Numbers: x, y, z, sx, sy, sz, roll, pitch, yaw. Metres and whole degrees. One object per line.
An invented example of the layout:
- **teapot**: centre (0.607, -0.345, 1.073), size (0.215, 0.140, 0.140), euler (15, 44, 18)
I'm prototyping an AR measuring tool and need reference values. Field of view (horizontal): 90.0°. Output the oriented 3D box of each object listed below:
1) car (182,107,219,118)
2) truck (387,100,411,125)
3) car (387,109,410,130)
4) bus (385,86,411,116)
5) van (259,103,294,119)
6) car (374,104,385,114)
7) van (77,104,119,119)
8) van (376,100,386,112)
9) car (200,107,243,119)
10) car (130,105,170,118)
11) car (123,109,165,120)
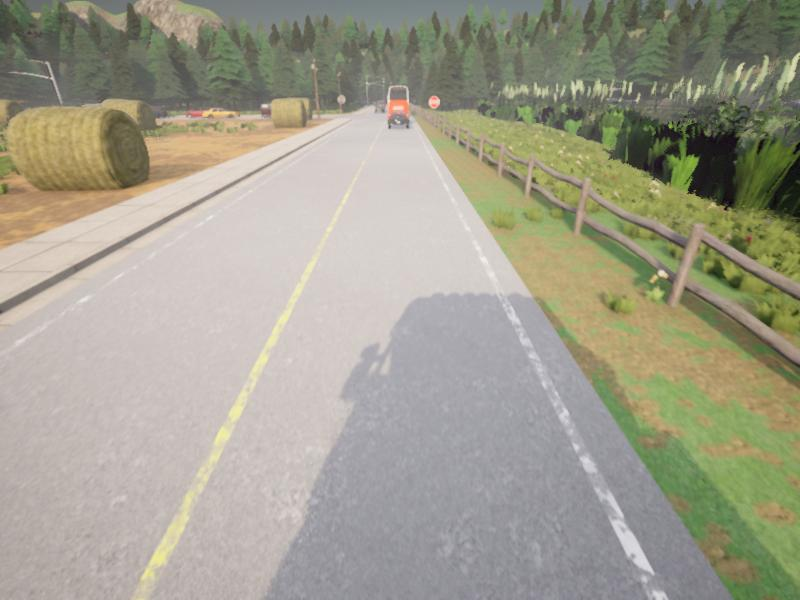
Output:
- **car**: centre (-30.852, -29.076, 62.037), size (4.514, 1.525, 2.007), euler (-2, 27, -3)
- **truck**: centre (-0.162, -21.975, 46.742), size (2.627, 2.467, 5.204), euler (0, 27, 0)
- **car**: centre (-0.142, -18.388, 40.681), size (2.152, 1.651, 5.027), euler (0, 27, 0)
- **bus**: centre (-0.355, -33.346, 66.934), size (3.944, 4.253, 10.273), euler (0, 27, 0)
- **van**: centre (-18.259, -28.056, 59.353), size (4.442, 1.987, 1.775), euler (-2, 27, -3)
- **car**: centre (-3.750, -35.277, 73.672), size (1.789, 1.549, 3.705), euler (0, 27, 0)
- **van**: centre (-46.154, -28.897, 61.242), size (4.442, 1.987, 1.775), euler (-2, 27, -3)
- **van**: centre (-3.776, -38.670, 79.824), size (1.775, 1.987, 4.442), euler (0, 27, 0)
- **car**: centre (-26.320, -27.638, 59.099), size (5.366, 1.575, 1.801), euler (-2, 27, -3)
- **car**: centre (-38.450, -29.017, 61.627), size (4.553, 1.767, 2.097), euler (-2, 27, -3)
- **car**: centre (-37.458, -27.230, 58.663), size (4.718, 1.301, 1.895), euler (-2, 27, -3)
